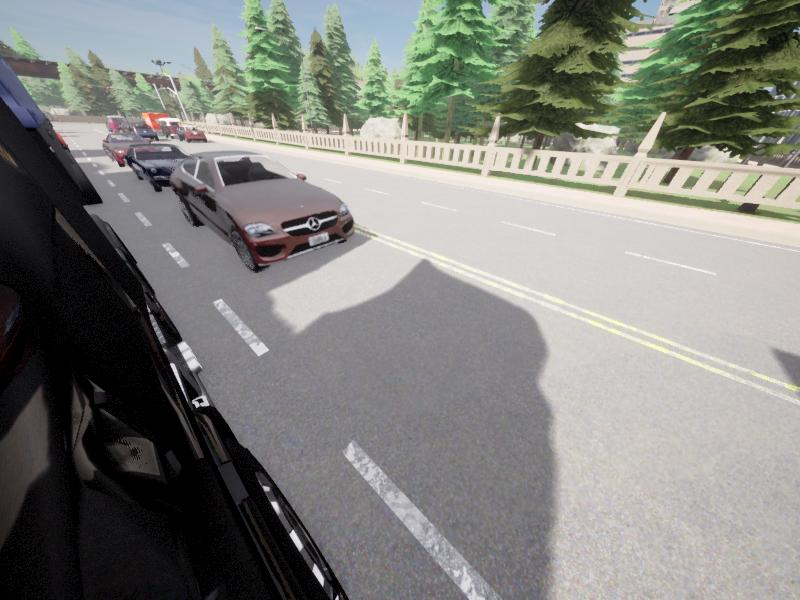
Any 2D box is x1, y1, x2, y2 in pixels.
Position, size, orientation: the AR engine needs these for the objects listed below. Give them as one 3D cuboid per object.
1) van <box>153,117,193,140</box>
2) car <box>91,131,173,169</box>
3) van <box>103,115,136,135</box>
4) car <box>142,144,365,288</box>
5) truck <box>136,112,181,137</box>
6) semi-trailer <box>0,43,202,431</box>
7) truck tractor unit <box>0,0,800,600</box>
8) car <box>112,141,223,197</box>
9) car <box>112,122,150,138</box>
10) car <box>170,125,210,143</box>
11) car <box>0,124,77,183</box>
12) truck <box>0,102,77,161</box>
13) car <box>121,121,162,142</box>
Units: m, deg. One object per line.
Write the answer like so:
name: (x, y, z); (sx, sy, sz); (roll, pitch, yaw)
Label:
van: (-27.909, -21.110, 28.424); (4.480, 2.038, 2.069); (28, 44, 30)
car: (-14.742, -8.320, 12.703); (4.181, 1.385, 1.994); (27, 43, 29)
van: (-38.287, -23.888, 31.539); (4.442, 1.987, 1.775); (28, 44, 30)
car: (-3.356, -2.351, 5.220); (5.027, 1.651, 2.152); (28, 44, 30)
truck: (-33.207, -24.116, 31.755); (5.204, 2.467, 2.627); (28, 44, 30)
semi-trailer: (-8.696, -3.607, 4.229); (14.254, 4.402, 2.717); (28, 44, 30)
truck tractor unit: (-2.645, -0.295, 0.351); (6.516, 4.208, 3.053); (28, 44, 30)
car: (-9.291, -5.386, 9.181); (4.718, 1.301, 1.895); (28, 44, 30)
car: (-32.864, -20.752, 28.178); (5.357, 1.411, 2.033); (28, 44, 30)
car: (-23.140, -18.333, 25.479); (3.806, 1.475, 1.970); (28, 44, 30)
car: (-16.092, -6.418, 9.863); (5.238, 1.638, 1.930); (28, 44, 30)
truck: (-21.901, -9.863, 13.396); (5.204, 2.467, 2.627); (28, 44, 30)
car: (-27.690, -18.078, 24.746); (3.988, 1.617, 1.851); (28, 44, 30)
